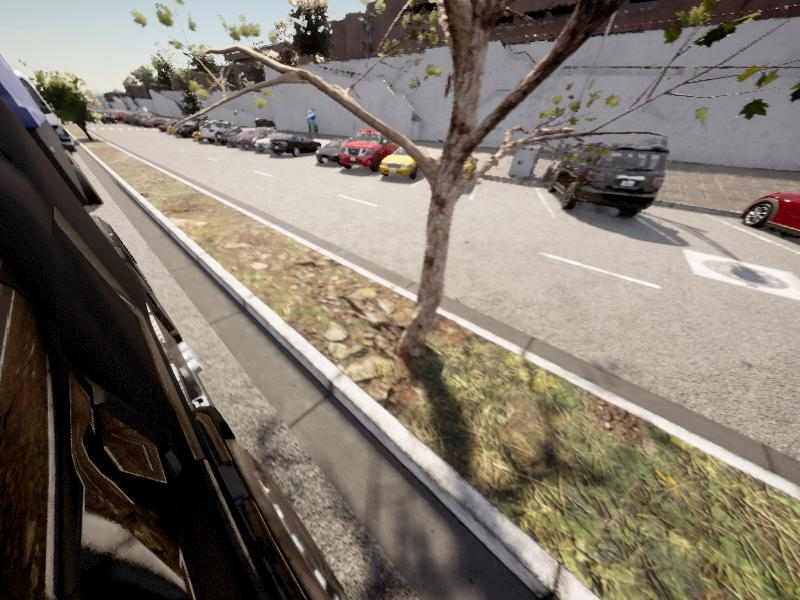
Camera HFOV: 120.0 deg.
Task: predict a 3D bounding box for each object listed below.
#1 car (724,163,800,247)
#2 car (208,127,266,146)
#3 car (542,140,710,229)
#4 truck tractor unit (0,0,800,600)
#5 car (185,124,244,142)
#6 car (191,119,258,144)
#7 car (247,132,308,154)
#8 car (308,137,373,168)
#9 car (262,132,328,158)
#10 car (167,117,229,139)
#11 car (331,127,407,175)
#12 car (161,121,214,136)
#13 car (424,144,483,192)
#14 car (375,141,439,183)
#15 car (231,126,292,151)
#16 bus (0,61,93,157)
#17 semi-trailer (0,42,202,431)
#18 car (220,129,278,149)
[{"bbox_3d":[12.110,-2.175,5.885,2.185,1.767,4.553,14,37,15],"label":"car"},{"bbox_3d":[-17.733,-17.987,25.471,2.163,1.488,4.792,14,38,15],"label":"car"},{"bbox_3d":[7.541,-4.769,8.840,2.435,2.045,5.566,14,37,15],"label":"car"},{"bbox_3d":[-2.645,-0.295,0.351,6.516,4.208,3.053,28,44,30],"label":"truck tractor unit"},{"bbox_3d":[-22.393,-20.366,28.263,1.946,1.575,5.366,15,38,14],"label":"car"},{"bbox_3d":[-20.014,-19.444,26.792,2.435,2.045,5.566,14,38,14],"label":"car"},{"bbox_3d":[-10.844,-14.284,20.969,2.002,1.452,4.674,14,37,14],"label":"car"},{"bbox_3d":[-3.961,-10.620,16.439,2.163,1.488,4.792,14,37,14],"label":"car"},{"bbox_3d":[-8.552,-13.093,19.441,2.097,1.535,5.008,14,37,15],"label":"car"},{"bbox_3d":[-26.916,-23.132,31.199,2.435,2.045,5.566,15,38,14],"label":"car"},{"bbox_3d":[-1.649,-9.627,14.775,2.435,2.045,5.566,14,37,14],"label":"car"},{"bbox_3d":[-31.462,-25.557,34.466,1.946,1.575,5.366,14,38,14],"label":"car"},{"bbox_3d":[2.995,-7.102,12.095,1.946,1.575,5.366,14,37,15],"label":"car"},{"bbox_3d":[0.578,-8.122,13.302,1.946,1.575,5.366,14,37,14],"label":"car"},{"bbox_3d":[-13.122,-15.655,22.390,2.185,1.767,4.553,14,37,14],"label":"car"},{"bbox_3d":[-25.754,-12.692,15.538,10.273,4.253,3.944,28,43,29],"label":"bus"},{"bbox_3d":[-8.700,-3.595,4.239,14.254,4.402,2.717,28,44,30],"label":"semi-trailer"},{"bbox_3d":[-15.435,-16.727,23.961,2.002,1.452,4.674,15,38,14],"label":"car"}]
